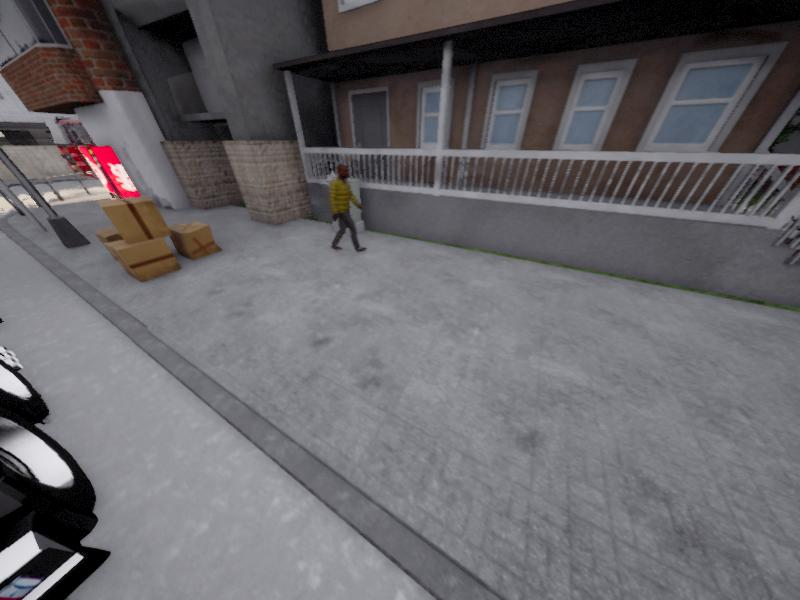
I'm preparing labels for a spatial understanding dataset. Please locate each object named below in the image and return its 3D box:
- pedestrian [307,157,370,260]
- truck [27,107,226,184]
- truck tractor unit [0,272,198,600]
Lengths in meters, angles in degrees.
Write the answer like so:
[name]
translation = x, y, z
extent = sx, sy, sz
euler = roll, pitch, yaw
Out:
[pedestrian]
translation = -1.199, -1.905, 4.893
extent = 0.751, 1.860, 0.751
euler = 10, 36, 14
[truck]
translation = -19.135, -11.577, 17.445
extent = 2.891, 3.827, 8.468
euler = 17, 39, 24
[truck tractor unit]
translation = -5.124, -0.287, 0.761
extent = 6.516, 4.208, 3.053
euler = 18, 39, 24
